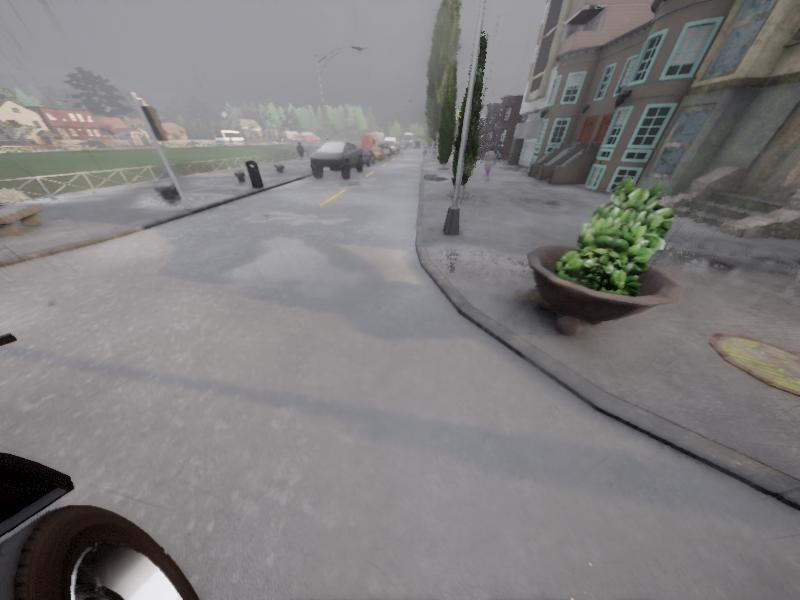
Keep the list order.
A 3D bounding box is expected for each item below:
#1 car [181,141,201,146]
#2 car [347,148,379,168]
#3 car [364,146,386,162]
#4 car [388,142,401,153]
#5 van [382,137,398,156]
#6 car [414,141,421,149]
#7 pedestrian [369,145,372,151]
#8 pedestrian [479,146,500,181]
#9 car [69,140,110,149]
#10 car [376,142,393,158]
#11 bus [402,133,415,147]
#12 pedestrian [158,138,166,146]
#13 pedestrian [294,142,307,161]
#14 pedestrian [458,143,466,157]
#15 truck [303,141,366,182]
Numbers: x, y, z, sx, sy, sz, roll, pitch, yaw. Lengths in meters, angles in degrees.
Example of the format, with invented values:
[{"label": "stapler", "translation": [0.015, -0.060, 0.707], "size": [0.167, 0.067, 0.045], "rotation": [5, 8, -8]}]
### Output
[{"label": "car", "translation": [-64.522, -48.334, 71.343], "size": [1.994, 1.385, 4.181], "rotation": [3, 35, 4]}, {"label": "car", "translation": [-3.696, -14.779, 23.879], "size": [2.128, 1.511, 4.902], "rotation": [3, 35, 4]}, {"label": "car", "translation": [-3.080, -18.778, 29.583], "size": [1.801, 1.575, 5.366], "rotation": [3, 35, 4]}, {"label": "car", "translation": [-1.081, -31.781, 48.148], "size": [2.097, 1.767, 4.553], "rotation": [3, 35, 4]}, {"label": "van", "translation": [-1.727, -27.926, 41.933], "size": [1.988, 2.561, 5.915], "rotation": [3, 35, 4]}, {"label": "car", "translation": [5.362, -47.466, 70.755], "size": [1.905, 1.878, 3.866], "rotation": [3, 35, 4]}, {"label": "pedestrian", "translation": [-6.742, -34.282, 52.041], "size": [0.500, 1.100, 0.500], "rotation": [6, 35, 8]}, {"label": "pedestrian", "translation": [5.780, -8.846, 14.979], "size": [0.751, 1.860, 0.751], "rotation": [2, 35, 2]}, {"label": "car", "translation": [-66.832, -33.558, 49.831], "size": [2.033, 1.649, 4.856], "rotation": [3, 35, 4]}, {"label": "car", "translation": [-2.387, -23.377, 35.953], "size": [1.932, 1.855, 4.605], "rotation": [3, 35, 4]}, {"label": "bus", "translation": [3.304, -60.278, 87.071], "size": [3.944, 4.253, 10.273], "rotation": [3, 35, 4]}, {"label": "pedestrian", "translation": [-70.006, -46.425, 67.874], "size": [0.751, 1.860, 0.751], "rotation": [3, 35, 3]}, {"label": "pedestrian", "translation": [-11.514, -17.223, 26.770], "size": [0.751, 1.860, 0.751], "rotation": [4, 35, 4]}, {"label": "pedestrian", "translation": [9.718, -23.625, 36.313], "size": [0.751, 1.860, 0.751], "rotation": [1, 35, 1]}, {"label": "truck", "translation": [-4.409, -10.400, 17.049], "size": [2.390, 2.098, 6.274], "rotation": [3, 35, 4]}]
